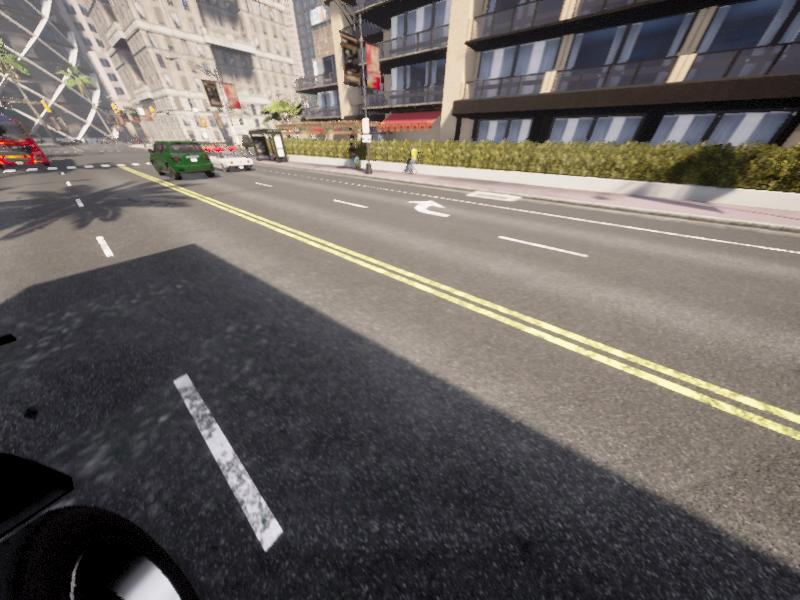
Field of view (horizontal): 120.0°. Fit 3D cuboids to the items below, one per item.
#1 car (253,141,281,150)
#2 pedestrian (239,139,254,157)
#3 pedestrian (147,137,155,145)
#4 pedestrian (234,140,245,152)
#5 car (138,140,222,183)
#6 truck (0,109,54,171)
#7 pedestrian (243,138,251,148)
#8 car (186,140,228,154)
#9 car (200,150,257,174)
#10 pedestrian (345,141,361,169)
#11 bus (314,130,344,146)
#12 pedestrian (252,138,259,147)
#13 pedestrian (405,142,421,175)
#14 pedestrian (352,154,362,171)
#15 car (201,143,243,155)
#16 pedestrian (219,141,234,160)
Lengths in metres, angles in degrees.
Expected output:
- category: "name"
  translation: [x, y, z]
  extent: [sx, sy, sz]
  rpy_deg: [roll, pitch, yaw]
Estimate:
- category: "car"
  translation: [-30.083, -35.044, 52.340]
  extent: [1.837, 1.490, 4.892]
  rpy_deg: [24, 41, 30]
- category: "pedestrian"
  translation: [-19.864, -19.655, 29.854]
  extent: [0.751, 1.860, 0.751]
  rpy_deg: [6, 35, 8]
- category: "pedestrian"
  translation: [-69.508, -44.387, 64.590]
  extent: [0.751, 1.860, 0.751]
  rpy_deg: [30, 44, 35]
- category: "pedestrian"
  translation: [-28.302, -27.147, 40.720]
  extent: [0.751, 1.860, 0.751]
  rpy_deg: [15, 37, 19]
- category: "car"
  translation: [-14.573, -9.315, 15.291]
  extent: [5.566, 2.045, 2.150]
  rpy_deg: [24, 41, 29]
- category: "truck"
  translation: [-33.554, -13.635, 19.686]
  extent: [8.468, 3.827, 2.891]
  rpy_deg: [25, 42, 30]
- category: "pedestrian"
  translation: [-36.466, -37.408, 55.015]
  extent: [0.751, 1.860, 0.751]
  rpy_deg: [18, 39, 24]
- category: "car"
  translation: [-30.717, -24.412, 36.884]
  extent: [4.553, 1.767, 2.097]
  rpy_deg: [-28, 44, -34]
- category: "car"
  translation: [-13.972, -11.291, 18.777]
  extent: [4.718, 1.301, 1.895]
  rpy_deg: [25, 42, 30]
- category: "pedestrian"
  translation: [-3.816, -11.761, 18.768]
  extent: [0.751, 1.860, 0.751]
  rpy_deg: [25, 42, 31]
- category: "bus"
  translation: [-25.208, -57.467, 82.023]
  extent: [10.273, 4.253, 3.944]
  rpy_deg: [24, 41, 30]
- category: "pedestrian"
  translation: [-36.699, -39.928, 58.611]
  extent: [0.751, 1.860, 0.751]
  rpy_deg: [23, 41, 29]
- category: "pedestrian"
  translation: [0.866, -9.666, 15.831]
  extent: [0.751, 1.860, 0.751]
  rpy_deg: [24, 41, 30]
- category: "pedestrian"
  translation: [-3.315, -10.657, 17.860]
  extent: [0.500, 1.100, 0.500]
  rpy_deg: [-23, 41, -29]
- category: "car"
  translation: [-27.328, -23.331, 35.615]
  extent: [4.514, 1.525, 2.007]
  rpy_deg: [-29, 45, -35]
- category: "pedestrian"
  translation: [-20.707, -17.889, 27.581]
  extent: [0.751, 1.860, 0.751]
  rpy_deg: [29, 44, 34]
